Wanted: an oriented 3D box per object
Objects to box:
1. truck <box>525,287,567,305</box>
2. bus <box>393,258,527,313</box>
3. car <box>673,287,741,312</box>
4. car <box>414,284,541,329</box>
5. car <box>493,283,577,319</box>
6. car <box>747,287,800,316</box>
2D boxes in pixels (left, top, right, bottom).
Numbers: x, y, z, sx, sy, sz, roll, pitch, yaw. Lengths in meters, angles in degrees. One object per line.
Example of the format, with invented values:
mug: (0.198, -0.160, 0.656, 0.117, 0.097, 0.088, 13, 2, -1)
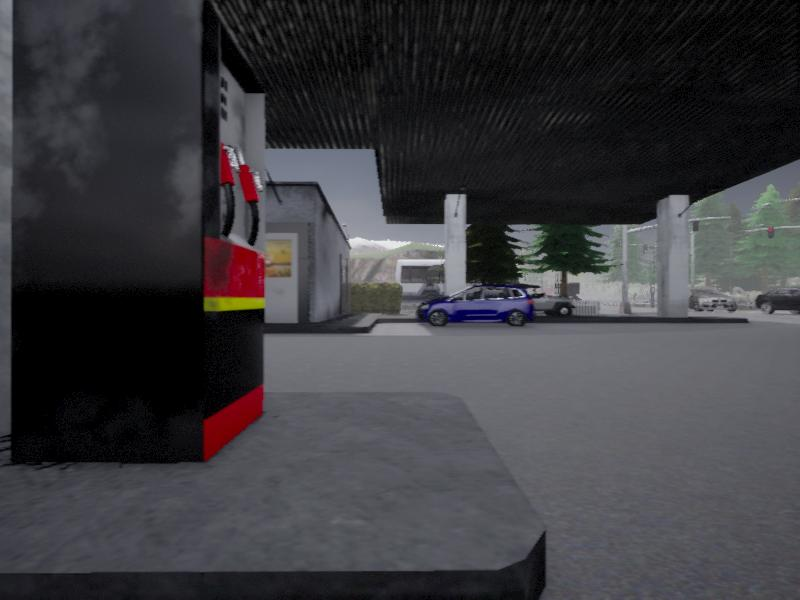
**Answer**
truck: (33.088, -0.885, 90.688, 8.468, 3.827, 2.891, 0, 0, 0)
bus: (4.628, -1.130, 32.776, 10.273, 4.253, 3.944, 0, 0, 0)
car: (21.854, 0.037, 28.753, 2.242, 1.667, 4.611, 0, -2, 15)
car: (2.904, 0.227, 15.927, 4.611, 1.667, 2.242, 0, 0, -1)
car: (7.208, 0.064, 21.615, 3.866, 1.878, 1.905, 0, 0, -1)
car: (21.539, 0.067, 21.172, 2.128, 1.511, 4.902, 0, 0, 0)
